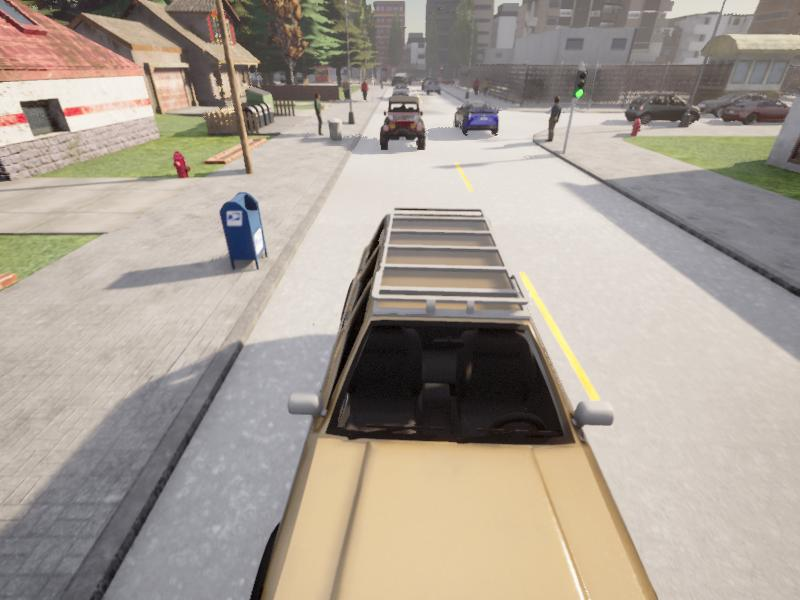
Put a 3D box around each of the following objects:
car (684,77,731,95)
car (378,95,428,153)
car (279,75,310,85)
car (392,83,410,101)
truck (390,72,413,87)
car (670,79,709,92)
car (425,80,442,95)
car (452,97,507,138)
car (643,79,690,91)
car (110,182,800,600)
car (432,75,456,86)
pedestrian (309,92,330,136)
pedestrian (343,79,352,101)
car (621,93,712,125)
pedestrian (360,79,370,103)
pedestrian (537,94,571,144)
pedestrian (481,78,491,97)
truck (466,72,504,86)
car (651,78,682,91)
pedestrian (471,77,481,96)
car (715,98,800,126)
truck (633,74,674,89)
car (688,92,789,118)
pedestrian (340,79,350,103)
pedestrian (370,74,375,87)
[{"bbox_3d":[38.510,-26.863,50.135,3.866,1.878,1.905,0,30,0],"label":"car"},{"bbox_3d":[0.141,-7.766,17.436,1.905,1.878,3.866,1,30,1],"label":"car"},{"bbox_3d":[-19.584,-40.779,74.138,5.027,1.651,2.152,0,30,0],"label":"car"},{"bbox_3d":[0.125,-21.652,41.614,1.816,1.474,4.193,0,30,0],"label":"car"},{"bbox_3d":[0.299,-38.315,69.517,2.390,2.098,6.274,7,31,13],"label":"truck"},{"bbox_3d":[39.448,-29.295,54.639,3.633,1.501,1.845,0,30,0],"label":"car"},{"bbox_3d":[4.147,-26.689,50.194,1.845,1.501,3.633,0,30,0],"label":"car"},{"bbox_3d":[4.076,-9.804,21.297,2.007,1.525,4.514,0,30,0],"label":"car"},{"bbox_3d":[39.045,-31.603,58.710,5.357,1.415,2.033,0,30,0],"label":"car"},{"bbox_3d":[0.307,0.614,3.101,1.932,1.855,4.605,2,30,2],"label":"car"},{"bbox_3d":[8.142,-40.349,73.513,3.988,1.617,1.851,-17,34,-27],"label":"car"},{"bbox_3d":[-3.844,-8.854,19.058,0.751,1.860,0.751,-7,31,-12],"label":"pedestrian"},{"bbox_3d":[-5.051,-20.238,38.539,0.751,1.860,0.751,0,30,0],"label":"pedestrian"},{"bbox_3d":[16.165,-11.677,24.466,3.988,1.617,1.851,0,30,0],"label":"car"},{"bbox_3d":[-3.230,-19.291,36.924,0.751,1.860,0.751,2,30,3],"label":"pedestrian"},{"bbox_3d":[6.693,-7.889,17.446,0.751,1.860,0.751,-16,34,-25],"label":"pedestrian"},{"bbox_3d":[9.335,-23.229,43.692,0.751,1.860,0.751,0,30,0],"label":"pedestrian"},{"bbox_3d":[15.647,-40.906,74.006,6.274,2.098,2.390,0,30,0],"label":"truck"},{"bbox_3d":[38.885,-31.551,58.478,1.789,1.547,3.705,0,30,0],"label":"car"},{"bbox_3d":[8.594,-24.034,45.084,0.751,1.860,0.751,-2,30,-3],"label":"pedestrian"},{"bbox_3d":[22.289,-11.531,24.473,4.181,1.385,1.994,0,30,-1],"label":"car"},{"bbox_3d":[39.219,-33.870,61.972,4.478,2.038,2.069,0,30,0],"label":"truck"},{"bbox_3d":[23.451,-13.623,27.918,4.902,1.511,2.128,0,30,0],"label":"car"},{"bbox_3d":[-5.024,-19.188,36.742,0.751,1.860,0.751,0,30,-1],"label":"pedestrian"},{"bbox_3d":[-4.460,-35.804,65.186,0.751,1.860,0.751,1,30,1],"label":"pedestrian"}]
